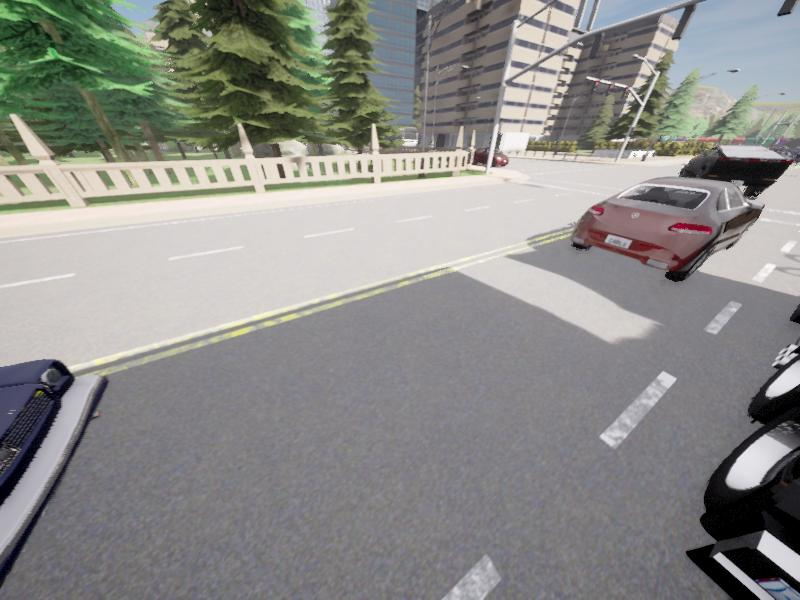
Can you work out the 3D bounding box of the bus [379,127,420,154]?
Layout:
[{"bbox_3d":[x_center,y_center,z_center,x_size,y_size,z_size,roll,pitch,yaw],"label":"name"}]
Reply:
[{"bbox_3d":[-0.437,-33.828,48.941,3.944,4.253,10.273,-18,39,-24],"label":"bus"}]

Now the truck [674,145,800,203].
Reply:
[{"bbox_3d":[17.475,-7.035,12.418,2.390,2.098,6.274,26,42,31],"label":"truck"}]

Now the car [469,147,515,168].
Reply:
[{"bbox_3d":[9.478,-14.937,24.158,1.851,1.617,3.988,-17,38,-23],"label":"car"}]

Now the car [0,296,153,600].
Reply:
[{"bbox_3d":[-4.241,1.638,0.486,4.718,1.301,1.895,-18,39,-24],"label":"car"}]

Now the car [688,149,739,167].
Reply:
[{"bbox_3d":[34.928,-15.874,25.765,4.514,1.525,2.007,-17,38,-23],"label":"car"}]

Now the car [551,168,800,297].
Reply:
[{"bbox_3d":[6.431,-1.975,5.476,5.027,1.651,2.152,-18,39,-24],"label":"car"}]

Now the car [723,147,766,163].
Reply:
[{"bbox_3d":[46.387,-19.606,31.130,4.856,1.649,2.033,-18,39,-24],"label":"car"}]

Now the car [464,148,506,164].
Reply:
[{"bbox_3d":[10.405,-18.022,28.745,1.812,1.442,4.674,-18,39,-24],"label":"car"}]

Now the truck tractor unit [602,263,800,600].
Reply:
[{"bbox_3d":[5.105,-0.307,0.780,6.516,4.208,3.053,-18,39,-24],"label":"truck tractor unit"}]
